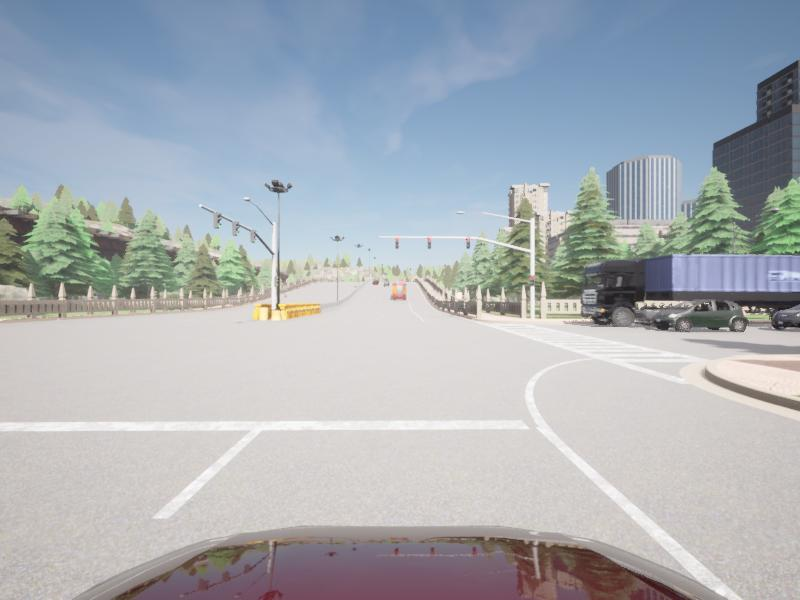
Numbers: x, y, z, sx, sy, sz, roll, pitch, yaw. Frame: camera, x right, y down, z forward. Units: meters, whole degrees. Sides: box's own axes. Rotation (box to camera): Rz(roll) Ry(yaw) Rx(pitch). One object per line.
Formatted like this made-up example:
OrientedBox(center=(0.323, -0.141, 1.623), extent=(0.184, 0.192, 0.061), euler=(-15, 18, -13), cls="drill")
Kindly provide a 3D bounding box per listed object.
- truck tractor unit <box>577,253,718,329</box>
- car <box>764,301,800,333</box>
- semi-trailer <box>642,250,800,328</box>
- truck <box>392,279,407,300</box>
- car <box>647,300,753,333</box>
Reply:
OrientedBox(center=(14.471, -0.516, 23.806), extent=(6.516, 4.208, 3.053), euler=(0, 0, 0), cls="truck tractor unit")
OrientedBox(center=(21.143, 0.827, 20.329), extent=(3.633, 1.501, 1.845), euler=(0, 0, 0), cls="car")
OrientedBox(center=(22.387, -0.618, 23.834), extent=(14.254, 4.402, 2.717), euler=(0, 0, 0), cls="semi-trailer")
OrientedBox(center=(-0.125, -2.431, 86.123), extent=(2.891, 3.827, 8.468), euler=(0, 7, 0), cls="truck")
OrientedBox(center=(15.100, 0.789, 20.306), extent=(3.988, 1.617, 1.851), euler=(0, 0, 0), cls="car")
